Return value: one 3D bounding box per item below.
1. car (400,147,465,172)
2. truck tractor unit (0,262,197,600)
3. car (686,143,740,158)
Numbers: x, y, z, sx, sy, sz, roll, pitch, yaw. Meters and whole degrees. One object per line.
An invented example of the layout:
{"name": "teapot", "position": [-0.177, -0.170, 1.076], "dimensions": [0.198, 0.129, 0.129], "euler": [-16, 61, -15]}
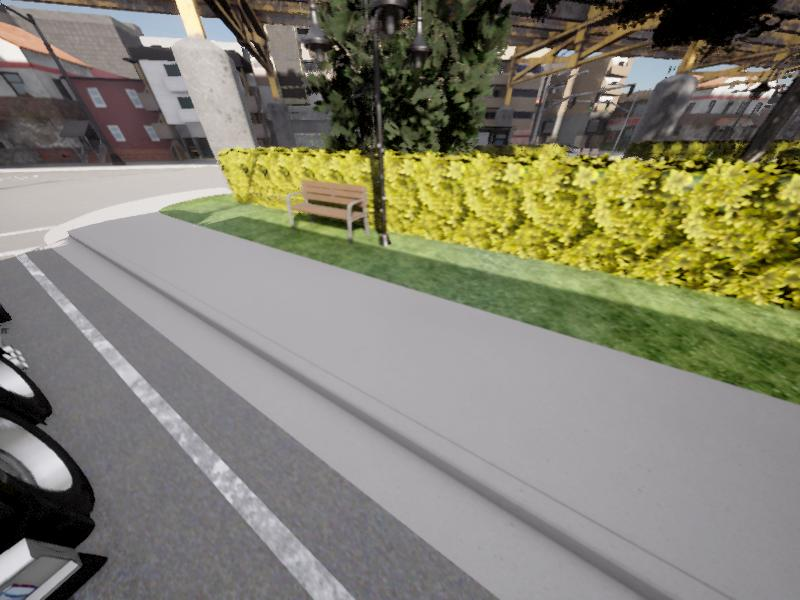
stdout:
{"name": "car", "position": [2.772, -12.530, 20.519], "dimensions": [5.238, 1.638, 1.930], "euler": [-9, 36, -12]}
{"name": "truck tractor unit", "position": [-5.112, -0.296, 0.791], "dimensions": [6.516, 4.208, 3.053], "euler": [18, 39, 24]}
{"name": "car", "position": [43.363, -20.773, 32.034], "dimensions": [5.238, 1.638, 1.930], "euler": [-9, 36, -12]}
